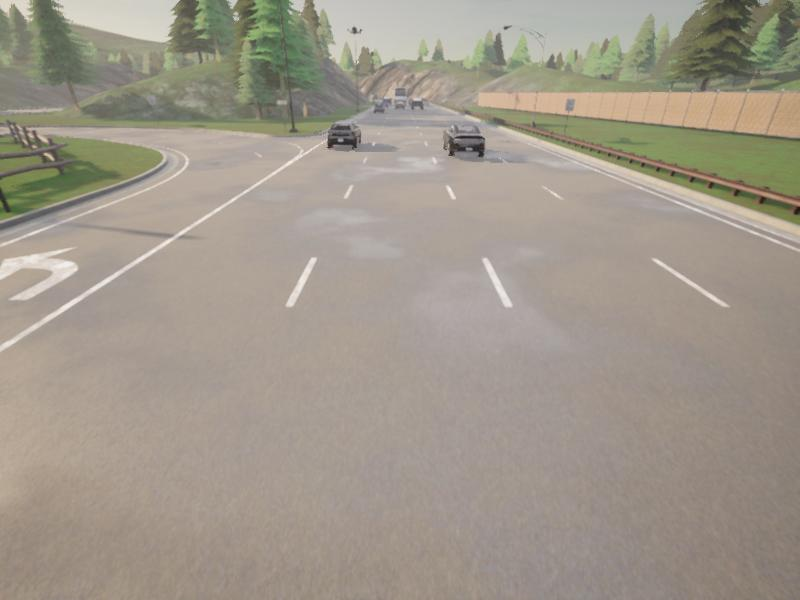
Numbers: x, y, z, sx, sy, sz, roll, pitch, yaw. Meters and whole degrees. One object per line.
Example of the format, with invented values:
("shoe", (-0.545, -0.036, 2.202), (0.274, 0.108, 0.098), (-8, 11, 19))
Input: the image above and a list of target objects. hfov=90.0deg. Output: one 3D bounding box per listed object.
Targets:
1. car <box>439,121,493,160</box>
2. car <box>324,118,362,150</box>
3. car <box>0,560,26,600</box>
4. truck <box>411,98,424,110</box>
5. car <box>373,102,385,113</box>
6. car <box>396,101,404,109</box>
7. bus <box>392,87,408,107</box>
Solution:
("car", (3.495, -8.935, 22.222), (2.128, 1.511, 4.902), (0, 27, 0))
("car", (-3.504, -10.579, 25.361), (1.816, 1.474, 4.193), (0, 27, 0))
("car", (-3.509, 2.204, 0.672), (1.970, 1.475, 3.806), (0, 27, 0))
("truck", (3.510, -40.470, 82.481), (2.390, 2.098, 6.274), (0, 27, 0))
("car", (-3.497, -32.742, 68.104), (1.851, 1.617, 3.988), (0, 27, 0))
("car", (0.020, -41.276, 84.716), (1.812, 1.442, 4.674), (0, 27, 0))
("bus", (-0.070, -51.895, 102.162), (3.944, 4.253, 10.273), (0, 27, 0))
